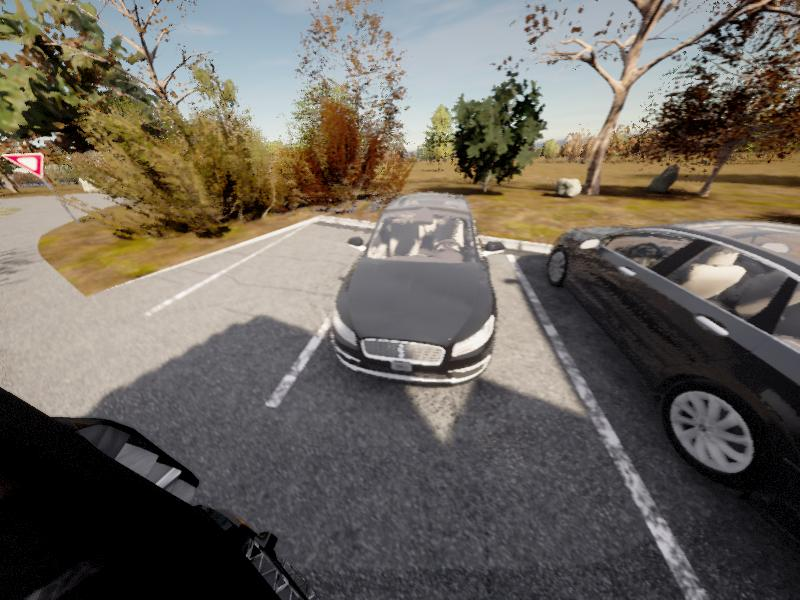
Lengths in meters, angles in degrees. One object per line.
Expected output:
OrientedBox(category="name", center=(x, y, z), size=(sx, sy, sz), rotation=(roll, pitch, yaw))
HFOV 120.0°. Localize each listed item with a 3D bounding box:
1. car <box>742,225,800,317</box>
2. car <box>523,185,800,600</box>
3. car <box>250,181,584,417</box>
OrientedBox(category="car", center=(6.324, 0.664, 1.155), size=(1.946, 1.575, 5.366), rotation=(4, 33, 10))
OrientedBox(category="car", center=(3.361, -0.074, 2.480), size=(2.231, 1.521, 4.892), rotation=(4, 33, 10))
OrientedBox(category="car", center=(0.432, -0.926, 3.969), size=(2.231, 1.521, 4.892), rotation=(4, 33, 9))
